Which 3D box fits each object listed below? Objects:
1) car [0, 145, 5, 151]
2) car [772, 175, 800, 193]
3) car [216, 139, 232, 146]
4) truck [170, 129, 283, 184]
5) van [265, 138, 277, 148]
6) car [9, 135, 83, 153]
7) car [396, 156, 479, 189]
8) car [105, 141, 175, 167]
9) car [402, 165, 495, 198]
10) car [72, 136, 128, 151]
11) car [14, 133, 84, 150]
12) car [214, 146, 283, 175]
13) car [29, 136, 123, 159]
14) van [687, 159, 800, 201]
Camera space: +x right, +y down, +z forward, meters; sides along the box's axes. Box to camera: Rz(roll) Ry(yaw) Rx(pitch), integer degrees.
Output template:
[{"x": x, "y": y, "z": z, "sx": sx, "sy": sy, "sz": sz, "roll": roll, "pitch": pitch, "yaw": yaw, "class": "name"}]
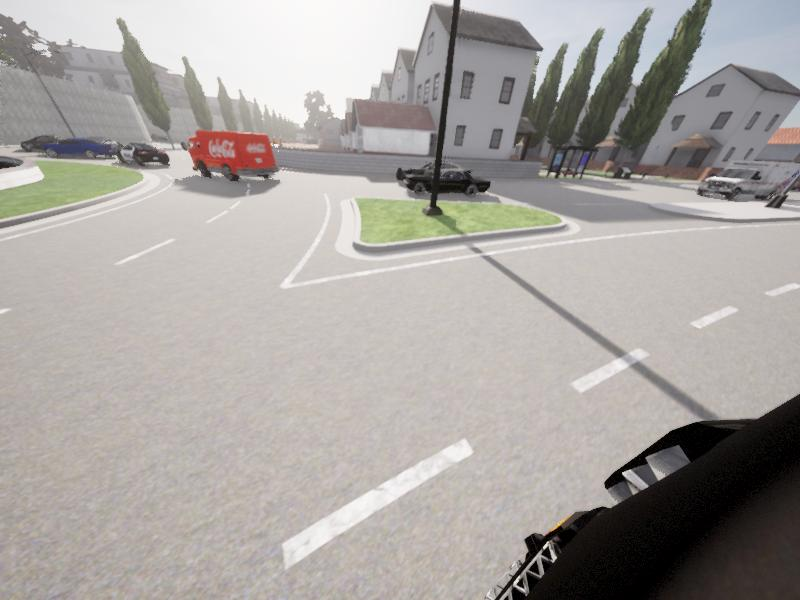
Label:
[{"x": -42.557, "y": -14.994, "z": 22.041, "sx": 1.895, "sy": 1.301, "sz": 4.718, "roll": 0, "pitch": 34, "yaw": -5, "class": "car"}, {"x": 43.155, "y": -12.435, "z": 24.752, "sx": 4.193, "sy": 1.474, "sz": 1.816, "roll": -6, "pitch": 35, "yaw": -14, "class": "car"}, {"x": -51.627, "y": -46.123, "z": 67.824, "sx": 1.801, "sy": 1.575, "sz": 5.366, "roll": -6, "pitch": 35, "yaw": -13, "class": "car"}, {"x": -10.545, "y": -8.918, "z": 14.322, "sx": 5.204, "sy": 2.467, "sz": 2.627, "roll": 15, "pitch": 35, "yaw": 19, "class": "truck"}, {"x": -41.919, "y": -51.123, "z": 75.150, "sx": 1.988, "sy": 2.561, "sz": 5.915, "roll": -6, "pitch": 35, "yaw": -13, "class": "van"}, {"x": -39.667, "y": -17.634, "z": 26.111, "sx": 1.812, "sy": 1.442, "sz": 4.674, "roll": -5, "pitch": 34, "yaw": -11, "class": "car"}, {"x": 2.410, "y": -8.837, "z": 15.980, "sx": 5.238, "sy": 1.638, "sz": 1.930, "roll": 0, "pitch": 34, "yaw": -4, "class": "car"}, {"x": -21.523, "y": -12.127, "z": 19.154, "sx": 4.974, "sy": 1.542, "sz": 2.038, "roll": 18, "pitch": 36, "yaw": 22, "class": "car"}, {"x": 2.576, "y": -6.767, "z": 13.187, "sx": 4.718, "sy": 1.301, "sz": 1.895, "roll": 0, "pitch": 34, "yaw": -4, "class": "car"}, {"x": -41.178, "y": -21.630, "z": 31.936, "sx": 2.038, "sy": 1.542, "sz": 4.974, "roll": -5, "pitch": 34, "yaw": -12, "class": "car"}, {"x": -44.065, "y": -20.002, "z": 29.257, "sx": 2.038, "sy": 1.542, "sz": 4.974, "roll": -5, "pitch": 34, "yaw": -12, "class": "car"}, {"x": -11.953, "y": -11.125, "z": 18.313, "sx": 4.856, "sy": 1.649, "sz": 2.033, "roll": 19, "pitch": 37, "yaw": 23, "class": "car"}, {"x": -30.645, "y": -14.522, "z": 22.046, "sx": 5.008, "sy": 1.535, "sz": 1.882, "roll": -3, "pitch": 34, "yaw": -8, "class": "car"}, {"x": 25.935, "y": -8.937, "z": 17.266, "sx": 6.366, "sy": 2.431, "sz": 2.351, "roll": -6, "pitch": 35, "yaw": -14, "class": "van"}]
